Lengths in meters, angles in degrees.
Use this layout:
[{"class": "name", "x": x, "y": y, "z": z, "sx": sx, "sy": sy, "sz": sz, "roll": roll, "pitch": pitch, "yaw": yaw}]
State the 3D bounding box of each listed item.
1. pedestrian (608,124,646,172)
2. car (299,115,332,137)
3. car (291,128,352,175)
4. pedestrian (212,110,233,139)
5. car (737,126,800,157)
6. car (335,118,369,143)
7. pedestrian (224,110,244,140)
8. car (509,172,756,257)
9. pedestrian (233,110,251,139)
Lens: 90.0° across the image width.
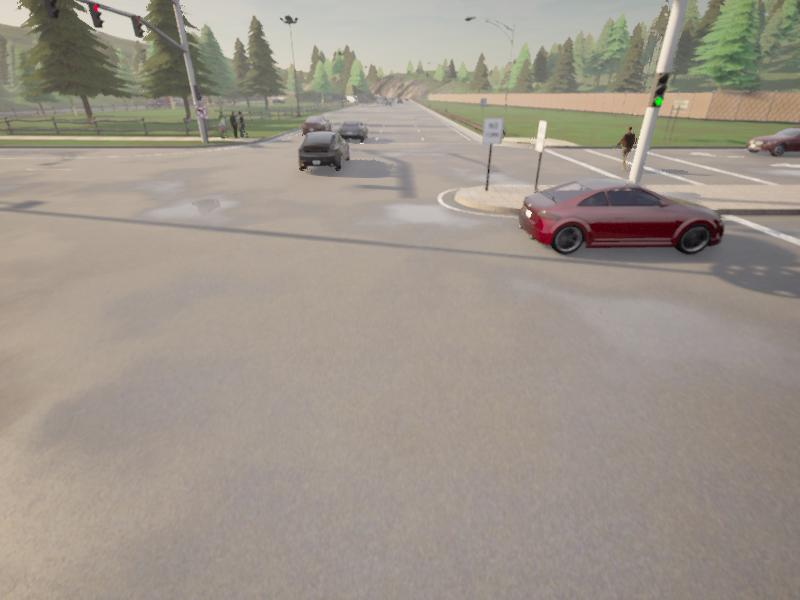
[{"class": "pedestrian", "x": 9.856, "y": -6.618, "z": 17.413, "sx": 0.751, "sy": 1.860, "sz": 0.751, "roll": -3, "pitch": 27, "yaw": -5}, {"class": "car", "x": -7.014, "y": -14.720, "z": 33.705, "sx": 1.812, "sy": 1.442, "sz": 4.674, "roll": 0, "pitch": 27, "yaw": 0}, {"class": "car", "x": -3.503, "y": -7.096, "z": 18.809, "sx": 1.837, "sy": 1.490, "sz": 4.892, "roll": 0, "pitch": 27, "yaw": 0}, {"class": "pedestrian", "x": -12.664, "y": -12.540, "z": 28.626, "sx": 0.751, "sy": 1.860, "sz": 0.751, "roll": 4, "pitch": 28, "yaw": 8}, {"class": "car", "x": 22.034, "y": -8.826, "z": 22.208, "sx": 4.674, "sy": 1.442, "sz": 1.812, "roll": 0, "pitch": 27, "yaw": 1}, {"class": "car", "x": -3.505, "y": -12.638, "z": 29.734, "sx": 1.994, "sy": 1.385, "sz": 4.181, "roll": 0, "pitch": 27, "yaw": 0}, {"class": "pedestrian", "x": -11.842, "y": -12.518, "z": 28.582, "sx": 0.751, "sy": 1.860, "sz": 0.751, "roll": 17, "pitch": 32, "yaw": 30}, {"class": "car", "x": 4.887, "y": -2.002, "z": 9.025, "sx": 4.181, "sy": 1.385, "sz": 1.994, "roll": -1, "pitch": 27, "yaw": -1}, {"class": "pedestrian", "x": -11.262, "y": -12.509, "z": 28.566, "sx": 0.751, "sy": 1.860, "sz": 0.751, "roll": -5, "pitch": 28, "yaw": -10}]
